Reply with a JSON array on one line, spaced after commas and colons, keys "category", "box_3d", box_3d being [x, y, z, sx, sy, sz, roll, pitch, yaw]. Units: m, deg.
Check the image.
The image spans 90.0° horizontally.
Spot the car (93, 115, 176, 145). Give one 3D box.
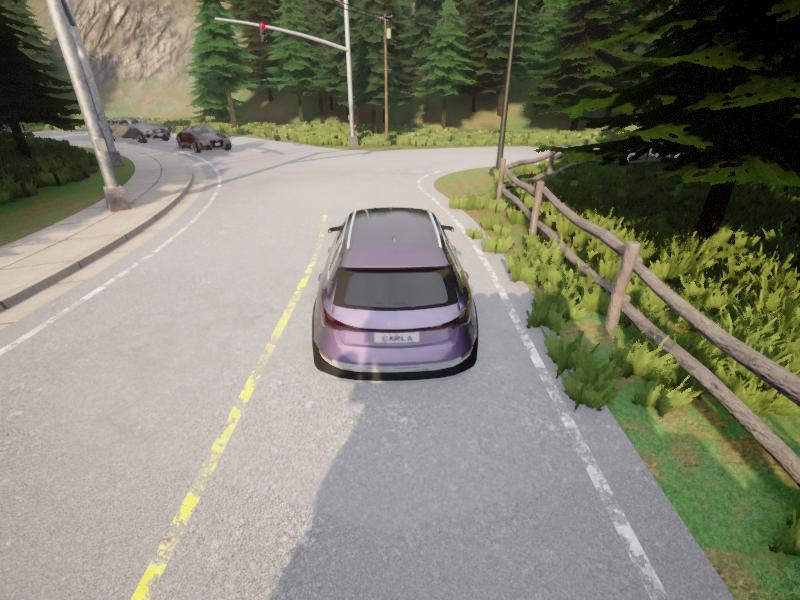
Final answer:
[{"category": "car", "box_3d": [-18.995, -12.232, 28.675, 5.027, 1.651, 2.152, 11, 29, 21]}]

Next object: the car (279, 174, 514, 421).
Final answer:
[{"category": "car", "box_3d": [-0.115, -0.593, 5.995, 2.033, 1.649, 4.856, -1, 27, -2]}]

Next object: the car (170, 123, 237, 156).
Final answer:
[{"category": "car", "box_3d": [-11.836, -9.705, 24.026, 4.181, 1.385, 1.994, 24, 36, 39]}]
